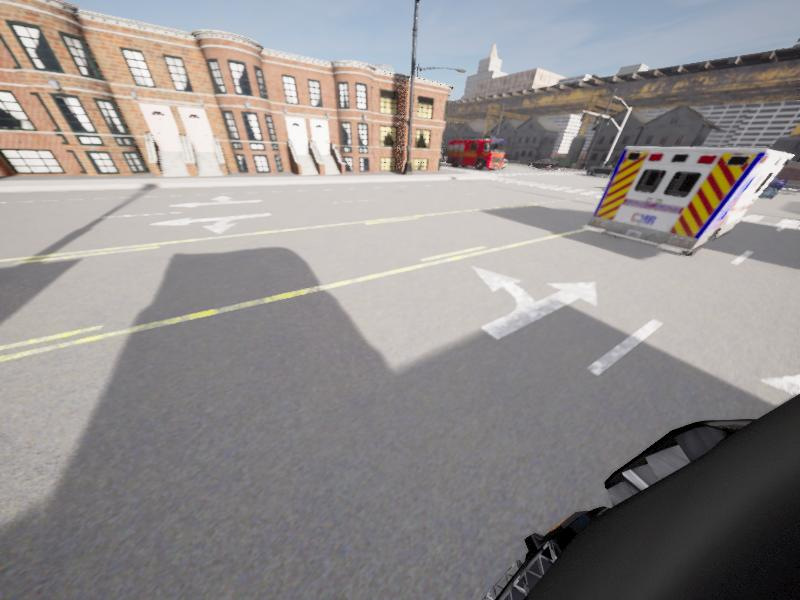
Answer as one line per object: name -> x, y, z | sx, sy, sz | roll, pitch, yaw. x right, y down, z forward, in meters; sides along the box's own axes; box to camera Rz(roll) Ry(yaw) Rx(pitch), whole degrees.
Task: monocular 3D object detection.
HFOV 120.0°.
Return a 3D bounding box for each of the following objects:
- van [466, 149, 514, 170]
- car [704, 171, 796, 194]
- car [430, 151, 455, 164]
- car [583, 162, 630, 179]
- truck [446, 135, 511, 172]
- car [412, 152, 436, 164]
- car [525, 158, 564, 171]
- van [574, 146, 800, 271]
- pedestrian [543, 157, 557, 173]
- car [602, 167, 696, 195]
van -> 13.281, -21.186, 34.712 | 2.351, 2.431, 6.366 | -16, 38, -25
car -> 34.082, -11.672, 22.716 | 1.812, 1.442, 4.674 | -16, 38, -26
car -> 7.749, -26.373, 42.655 | 1.932, 1.855, 4.605 | -16, 37, -26
car -> 25.670, -16.200, 28.857 | 1.789, 1.549, 3.705 | -16, 38, -26
truck -> 10.503, -20.617, 32.388 | 2.891, 3.827, 8.468 | -16, 38, -26
car -> 4.288, -25.773, 41.840 | 1.837, 1.490, 4.892 | -16, 39, -26
car -> 23.510, -22.186, 37.799 | 1.837, 1.490, 4.892 | -16, 38, -26
van -> 8.775, -3.076, 7.029 | 6.366, 2.431, 2.351 | -16, 38, -26
pedestrian -> 20.755, -18.706, 31.970 | 0.751, 1.860, 0.751 | -23, 41, -33
car -> 18.876, -9.122, 17.692 | 5.008, 1.535, 1.882 | -2, 33, -6
